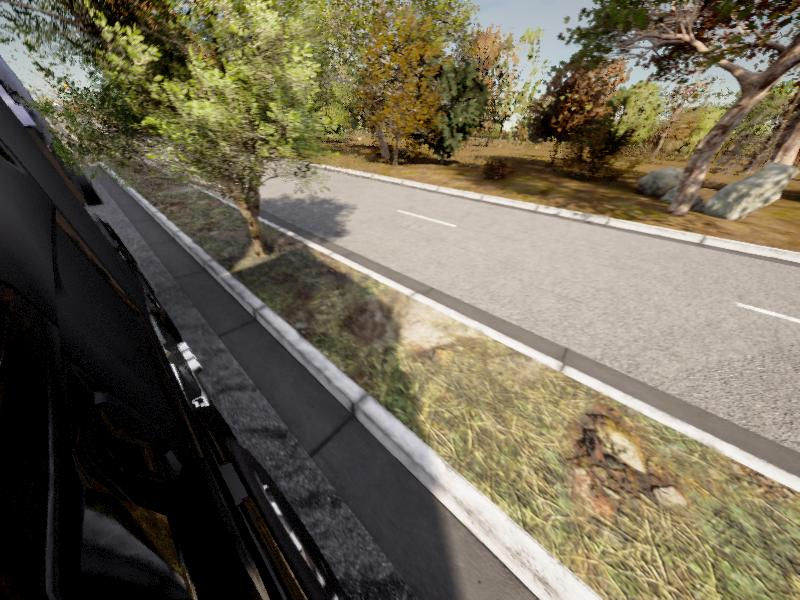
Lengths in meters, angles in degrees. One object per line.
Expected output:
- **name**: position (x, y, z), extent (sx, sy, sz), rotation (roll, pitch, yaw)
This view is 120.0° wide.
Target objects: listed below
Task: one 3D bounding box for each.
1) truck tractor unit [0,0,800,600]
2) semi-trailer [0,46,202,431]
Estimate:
- **truck tractor unit**: position (-2.645, -0.295, 0.352), extent (6.516, 4.208, 3.053), rotation (28, 44, 30)
- **semi-trailer**: position (-8.707, -3.585, 4.239), extent (14.254, 4.402, 2.717), rotation (28, 44, 30)
